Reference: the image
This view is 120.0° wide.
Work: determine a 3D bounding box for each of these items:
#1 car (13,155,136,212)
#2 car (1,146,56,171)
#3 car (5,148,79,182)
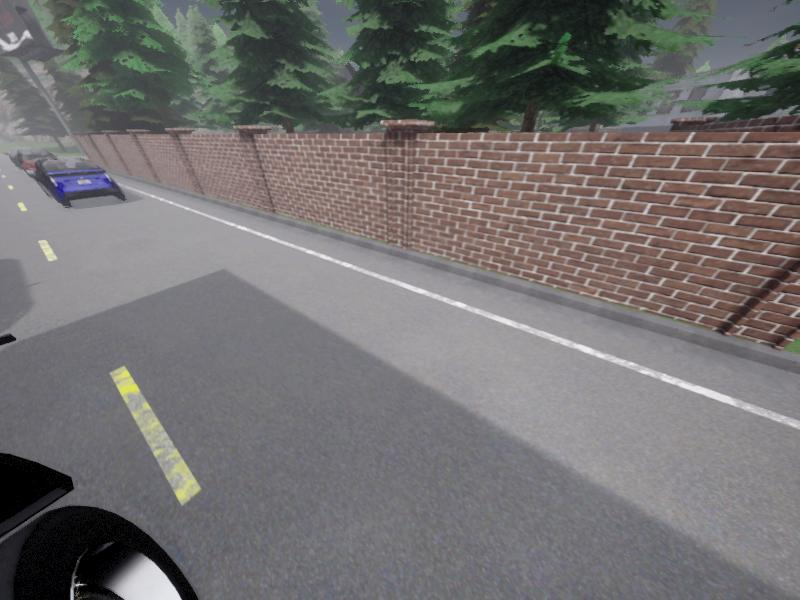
[{"bbox_3d":[-13.520,-5.016,9.616,4.514,1.525,2.007,21,40,27],"label":"car"},{"bbox_3d":[-31.276,-11.986,19.457,4.674,1.442,1.812,22,41,28],"label":"car"},{"bbox_3d":[-22.692,-8.624,14.655,3.705,1.549,1.789,22,40,27],"label":"car"}]
